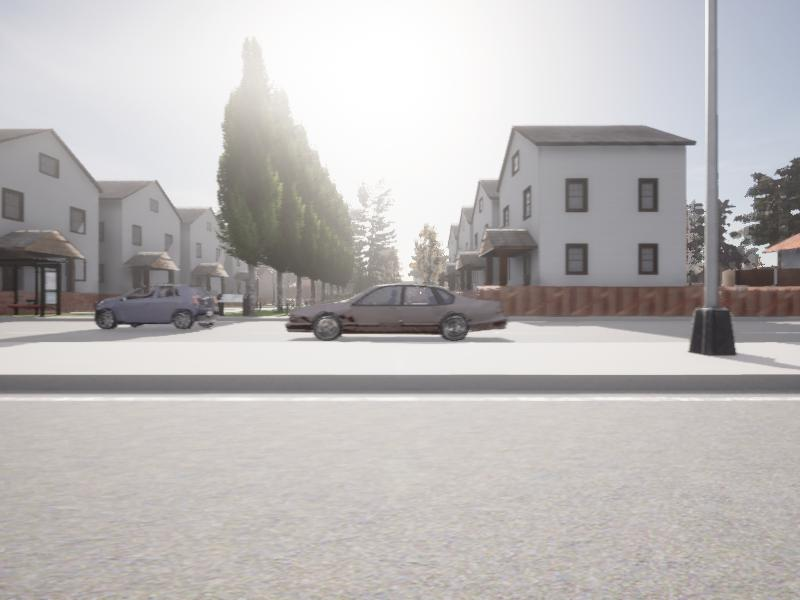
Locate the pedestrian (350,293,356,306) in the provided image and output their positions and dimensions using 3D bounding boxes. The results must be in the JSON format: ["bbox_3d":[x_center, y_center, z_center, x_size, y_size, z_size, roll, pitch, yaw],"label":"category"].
[{"bbox_3d":[-6.734,-0.099,57.774,0.751,1.860,0.751,0,0,2],"label":"pedestrian"}]

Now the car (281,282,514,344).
[{"bbox_3d":[-0.055,0.295,10.211,5.357,1.411,2.033,0,0,0],"label":"car"}]

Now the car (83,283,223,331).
[{"bbox_3d":[-8.252,0.227,13.618,3.633,1.501,1.845,0,0,1],"label":"car"}]
